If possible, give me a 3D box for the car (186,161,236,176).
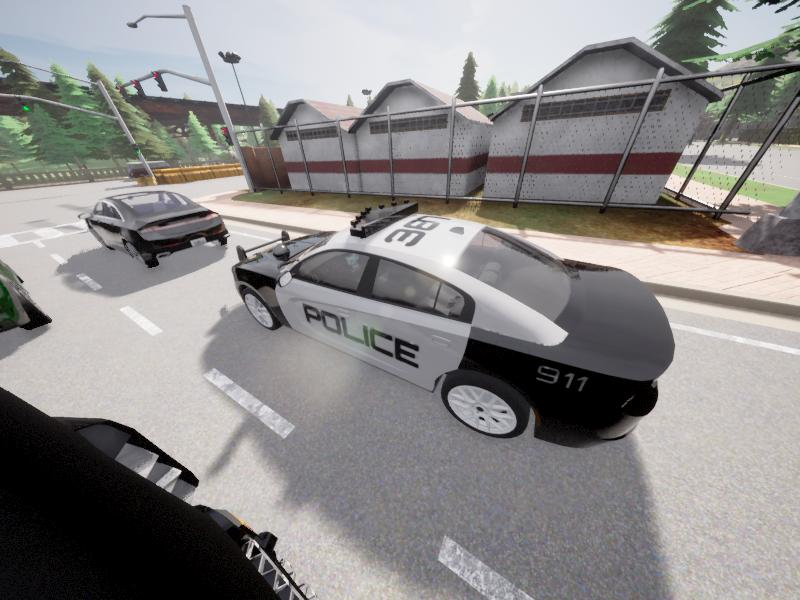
[{"bbox_3d":[-26.894,-18.833,33.031,2.128,1.511,4.902,15,37,24],"label":"car"}]

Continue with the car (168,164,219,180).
[{"bbox_3d":[-25.626,-16.022,28.828,1.994,1.385,4.181,15,37,24],"label":"car"}]

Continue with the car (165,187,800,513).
[{"bbox_3d":[-0.239,-0.325,2.972,5.238,1.638,1.930,16,38,26],"label":"car"}]

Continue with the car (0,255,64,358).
[{"bbox_3d":[-7.697,-0.263,3.317,4.553,1.767,2.097,16,38,26],"label":"car"}]

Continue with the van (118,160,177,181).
[{"bbox_3d":[-32.736,-16.890,30.128,1.775,1.987,4.442,15,37,24],"label":"van"}]

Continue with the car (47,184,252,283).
[{"bbox_3d":[-6.806,-2.132,6.322,4.902,1.511,2.128,16,38,26],"label":"car"}]
